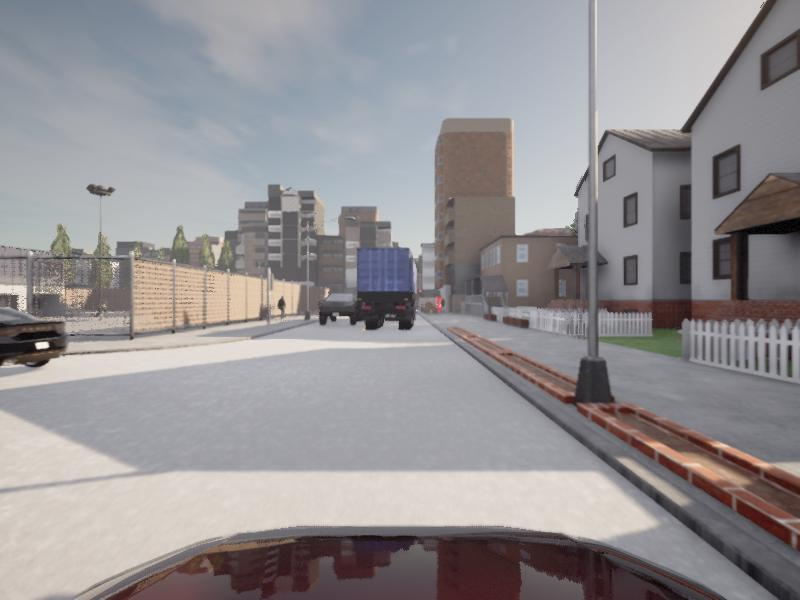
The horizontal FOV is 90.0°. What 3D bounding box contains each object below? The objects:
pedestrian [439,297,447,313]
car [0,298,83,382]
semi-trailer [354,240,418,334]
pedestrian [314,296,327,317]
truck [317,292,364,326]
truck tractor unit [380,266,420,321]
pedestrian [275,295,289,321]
[{"bbox_3d":[5.037,0.555,47.179,0.751,1.860,0.751,0,0,-9],"label":"pedestrian"},{"bbox_3d":[-10.260,0.777,8.822,5.238,1.638,1.930,0,0,5],"label":"car"},{"bbox_3d":[-0.361,-0.601,26.006,2.717,4.402,14.254,0,0,4],"label":"semi-trailer"},{"bbox_3d":[-6.873,0.555,34.502,0.751,1.860,0.751,0,0,40],"label":"pedestrian"},{"bbox_3d":[-3.971,0.561,27.964,2.390,2.098,6.274,0,0,0],"label":"truck"},{"bbox_3d":[0.020,-0.498,33.905,3.053,4.208,6.516,0,0,0],"label":"truck tractor unit"},{"bbox_3d":[-8.642,0.552,29.291,0.751,1.860,0.751,0,0,17],"label":"pedestrian"}]
